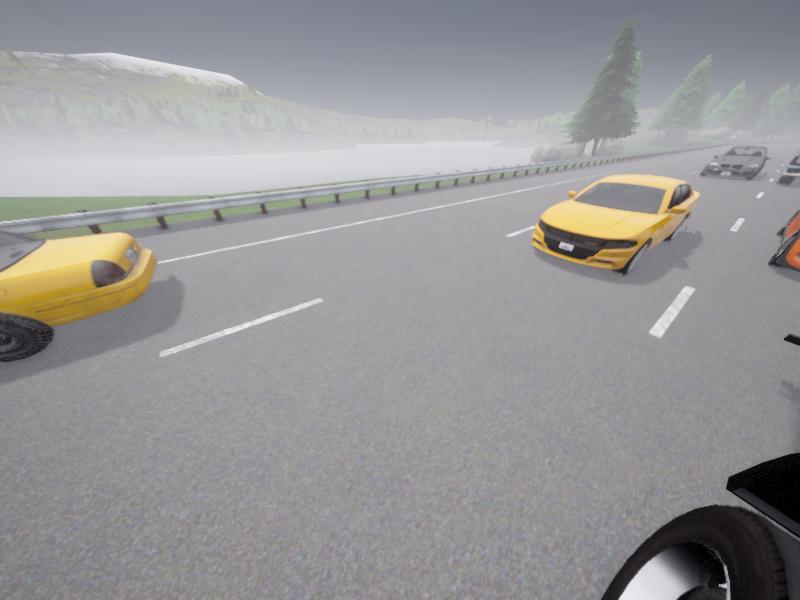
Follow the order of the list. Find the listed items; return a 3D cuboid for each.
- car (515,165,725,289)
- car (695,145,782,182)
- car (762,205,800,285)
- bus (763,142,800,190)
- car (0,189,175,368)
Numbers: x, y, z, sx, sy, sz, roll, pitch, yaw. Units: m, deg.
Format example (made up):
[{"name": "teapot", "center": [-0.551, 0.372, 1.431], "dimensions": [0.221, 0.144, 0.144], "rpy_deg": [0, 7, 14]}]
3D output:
[{"name": "car", "center": [5.279, -2.101, 5.496], "dimensions": [5.008, 1.535, 1.882], "rpy_deg": [-22, 41, -28]}, {"name": "car", "center": [21.499, -8.776, 14.686], "dimensions": [4.611, 1.667, 2.242], "rpy_deg": [-22, 41, -28]}, {"name": "car", "center": [9.493, -1.461, 4.329], "dimensions": [4.553, 1.767, 2.097], "rpy_deg": [-22, 41, -28]}, {"name": "bus", "center": [24.444, -8.485, 12.011], "dimensions": [10.273, 4.253, 3.944], "rpy_deg": [-22, 41, -28]}, {"name": "car", "center": [-6.278, 0.136, 2.398], "dimensions": [5.366, 1.575, 1.801], "rpy_deg": [-22, 41, -28]}]
